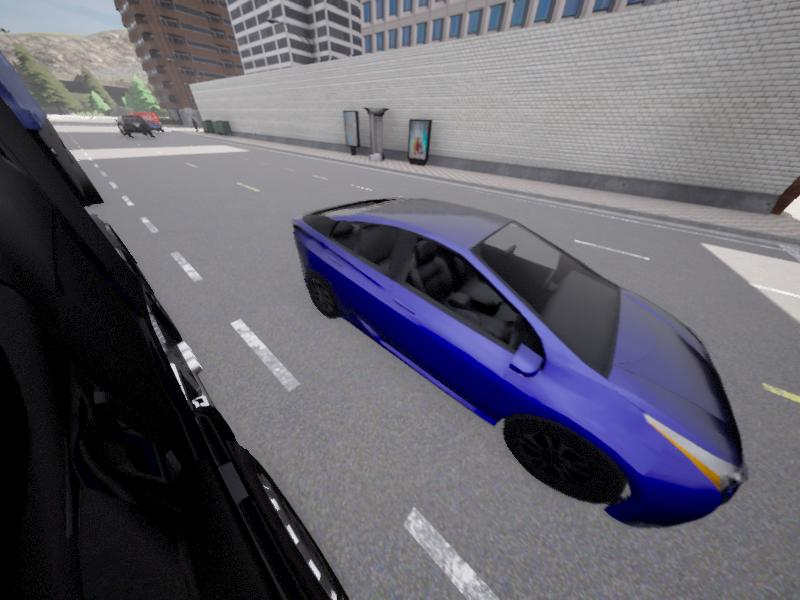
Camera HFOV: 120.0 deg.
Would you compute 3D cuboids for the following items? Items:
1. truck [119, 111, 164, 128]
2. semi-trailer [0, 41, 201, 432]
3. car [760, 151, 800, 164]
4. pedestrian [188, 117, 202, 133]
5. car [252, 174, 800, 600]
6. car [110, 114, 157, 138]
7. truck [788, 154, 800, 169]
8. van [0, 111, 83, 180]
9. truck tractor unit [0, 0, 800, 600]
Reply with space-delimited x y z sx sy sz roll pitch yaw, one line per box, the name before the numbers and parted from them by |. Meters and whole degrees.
truck | -53.696 -37.637 48.186 5.204 2.467 2.627 -9 39 -17
semi-trailer | -8.679 -3.635 4.222 14.254 4.402 2.717 29 44 30
car | 61.451 -23.081 37.406 2.033 1.411 5.357 28 44 30
pedestrian | -31.108 -26.555 35.079 0.751 1.860 0.751 30 45 32
car | 0.605 -0.184 2.674 4.514 1.525 2.007 28 44 30
car | -30.645 -20.015 26.544 5.566 2.045 2.150 28 44 30
truck | 51.772 -17.400 27.185 2.891 3.827 8.468 28 44 30
van | -15.686 -6.550 9.638 4.480 2.038 2.069 29 44 31
truck tractor unit | -2.645 -0.295 0.351 6.516 4.208 3.053 28 44 30
